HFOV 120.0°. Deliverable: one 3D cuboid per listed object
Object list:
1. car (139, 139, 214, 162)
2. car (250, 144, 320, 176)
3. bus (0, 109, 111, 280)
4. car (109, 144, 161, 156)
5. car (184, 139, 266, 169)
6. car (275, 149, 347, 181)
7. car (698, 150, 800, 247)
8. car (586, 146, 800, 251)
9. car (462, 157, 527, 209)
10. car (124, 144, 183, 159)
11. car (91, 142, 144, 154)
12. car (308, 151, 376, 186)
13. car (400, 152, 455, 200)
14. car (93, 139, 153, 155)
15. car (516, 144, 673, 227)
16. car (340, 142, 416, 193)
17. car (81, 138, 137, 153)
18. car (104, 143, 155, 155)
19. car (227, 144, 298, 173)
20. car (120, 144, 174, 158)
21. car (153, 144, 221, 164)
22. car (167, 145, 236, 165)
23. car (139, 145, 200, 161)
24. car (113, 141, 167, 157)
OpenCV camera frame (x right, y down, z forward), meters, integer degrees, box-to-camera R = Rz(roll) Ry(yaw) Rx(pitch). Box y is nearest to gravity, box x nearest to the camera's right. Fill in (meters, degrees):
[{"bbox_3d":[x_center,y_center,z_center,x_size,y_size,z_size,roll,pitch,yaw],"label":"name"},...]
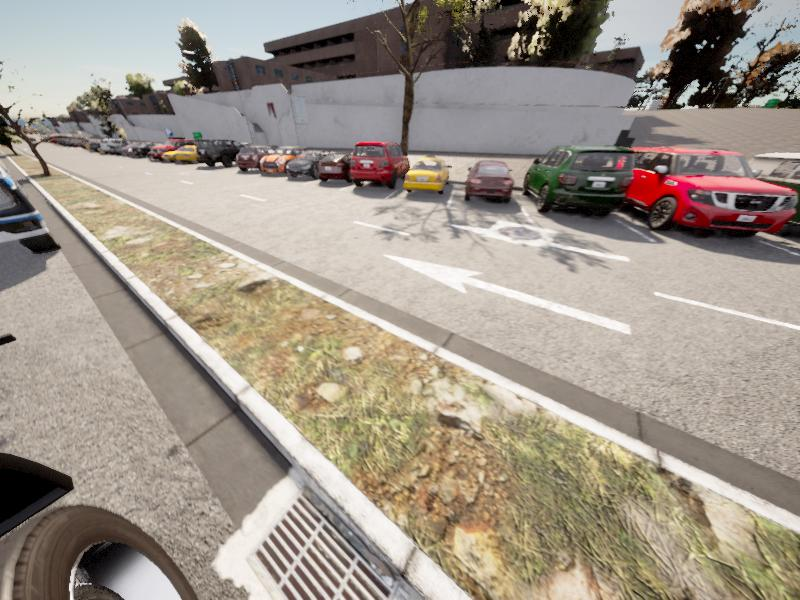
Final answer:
[{"bbox_3d":[-25.652,-17.505,26.948,2.435,2.045,5.566,9,35,12],"label":"car"},{"bbox_3d":[-8.316,-10.601,17.352,2.185,1.767,4.553,9,35,11],"label":"car"},{"bbox_3d":[-11.963,-3.504,5.110,10.273,4.253,3.944,21,40,28],"label":"bus"},{"bbox_3d":[-40.501,-23.099,35.494,2.002,1.452,4.674,9,35,11],"label":"car"},{"bbox_3d":[-15.752,-13.646,21.435,2.435,2.045,5.566,8,35,12],"label":"car"},{"bbox_3d":[-5.848,-9.498,16.020,2.231,1.521,4.892,9,35,11],"label":"car"},{"bbox_3d":[11.428,-2.666,6.068,1.878,1.987,4.442,9,35,12],"label":"car"},{"bbox_3d":[8.988,-3.739,7.527,2.435,2.045,5.566,9,35,12],"label":"car"},{"bbox_3d":[4.038,-5.508,10.502,2.002,1.452,4.674,9,35,12],"label":"car"},{"bbox_3d":[-33.083,-20.215,31.291,2.097,1.535,5.008,8,35,12],"label":"car"},{"bbox_3d":[-47.982,-25.987,39.476,1.946,1.575,5.366,9,35,11],"label":"car"},{"bbox_3d":[-3.377,-8.503,14.675,2.163,1.488,4.792,9,35,12],"label":"car"},{"bbox_3d":[1.615,-6.638,12.016,1.946,1.575,5.366,9,35,12],"label":"car"},{"bbox_3d":[-45.453,-25.320,38.123,2.435,2.045,5.566,9,35,12],"label":"car"},{"bbox_3d":[6.524,-4.771,8.971,2.435,2.045,5.566,9,35,12],"label":"car"},{"bbox_3d":[-0.898,-7.746,13.133,2.435,2.045,5.566,9,35,12],"label":"car"},{"bbox_3d":[-52.889,-28.260,42.212,2.435,2.045,5.566,9,36,11],"label":"car"},{"bbox_3d":[-42.982,-24.108,36.899,2.163,1.488,4.792,9,35,12],"label":"car"},{"bbox_3d":[-10.814,-11.550,18.685,2.185,1.767,4.553,9,35,12],"label":"car"},{"bbox_3d":[-35.552,-21.156,32.713,2.002,1.452,4.674,9,35,11],"label":"car"},{"bbox_3d":[-23.221,-16.244,25.569,1.946,1.575,5.366,9,35,12],"label":"car"},{"bbox_3d":[-20.661,-15.475,24.478,1.946,1.575,5.366,8,35,12],"label":"car"},{"bbox_3d":[-28.131,-18.242,28.499,2.163,1.488,4.792,9,35,12],"label":"car"},{"bbox_3d":[-38.019,-22.280,34.034,2.185,1.767,4.553,9,35,11],"label":"car"}]
